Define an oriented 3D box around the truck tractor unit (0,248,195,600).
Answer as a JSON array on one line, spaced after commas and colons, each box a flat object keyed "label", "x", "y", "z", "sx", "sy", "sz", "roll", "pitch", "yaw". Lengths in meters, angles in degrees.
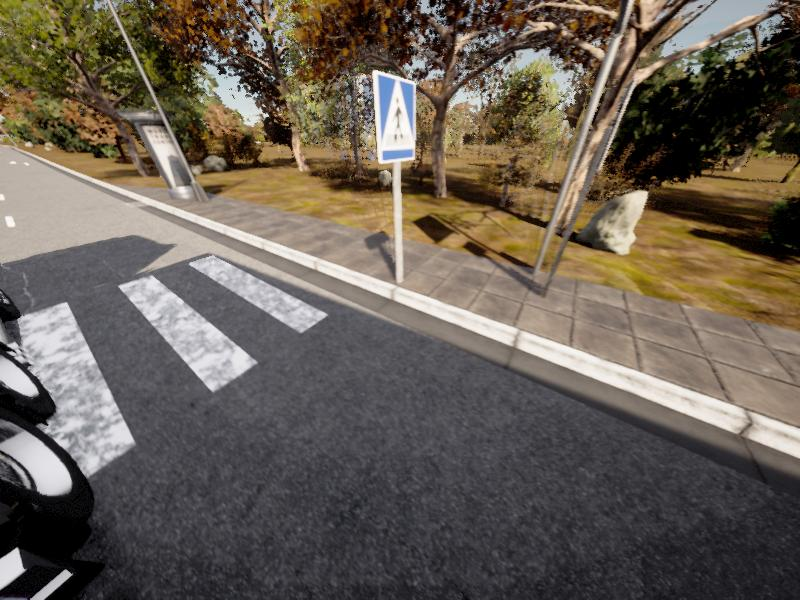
[{"label": "truck tractor unit", "x": -5.087, "y": -0.325, "z": 0.808, "sx": 6.516, "sy": 4.208, "sz": 3.053, "roll": 20, "pitch": 40, "yaw": 25}]
